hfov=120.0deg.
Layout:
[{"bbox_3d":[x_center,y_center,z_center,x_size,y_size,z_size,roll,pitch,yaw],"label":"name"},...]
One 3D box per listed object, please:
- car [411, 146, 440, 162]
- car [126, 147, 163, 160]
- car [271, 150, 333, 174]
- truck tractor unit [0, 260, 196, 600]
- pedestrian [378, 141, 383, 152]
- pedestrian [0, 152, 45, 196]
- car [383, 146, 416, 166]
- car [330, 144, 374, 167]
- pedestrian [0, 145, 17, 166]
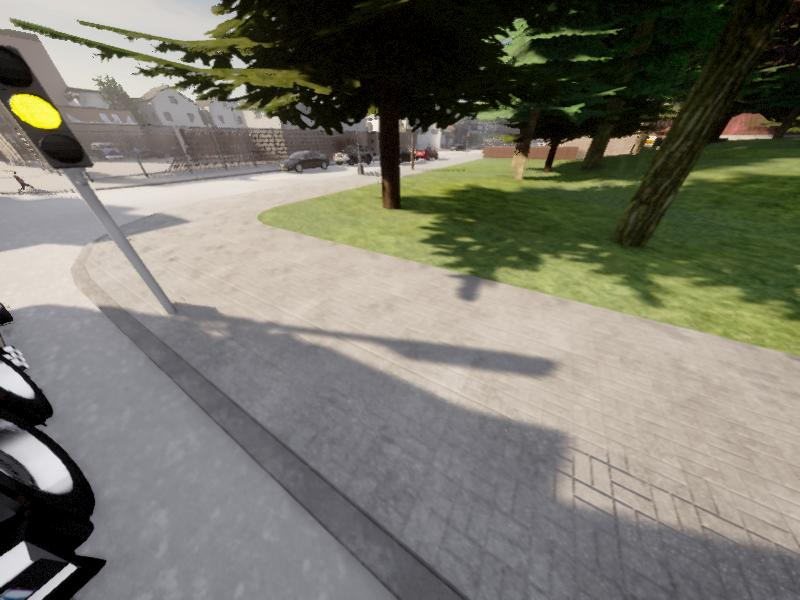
[{"bbox_3d":[3.430,-19.127,30.146,2.007,1.525,4.514,17,39,24],"label":"car"},{"bbox_3d":[-38.551,-22.182,34.887,5.357,1.415,2.033,18,39,25],"label":"car"},{"bbox_3d":[-8.447,-12.312,20.478,1.837,1.490,4.892,18,39,24],"label":"car"},{"bbox_3d":[-5.104,-0.307,0.797,6.516,4.208,3.053,19,39,25],"label":"truck tractor unit"},{"bbox_3d":[-3.998,-31.198,47.037,0.751,1.860,0.751,19,39,26],"label":"pedestrian"},{"bbox_3d":[-19.325,-6.313,11.583,0.751,1.860,0.751,17,39,24],"label":"pedestrian"},{"bbox_3d":[0.001,-15.990,25.594,1.851,1.617,3.988,19,39,25],"label":"car"},{"bbox_3d":[-5.028,-15.710,24.998,1.932,1.855,4.605,18,39,25],"label":"car"},{"bbox_3d":[-42.222,-15.308,24.538,0.751,1.860,0.751,18,39,25],"label":"pedestrian"}]
